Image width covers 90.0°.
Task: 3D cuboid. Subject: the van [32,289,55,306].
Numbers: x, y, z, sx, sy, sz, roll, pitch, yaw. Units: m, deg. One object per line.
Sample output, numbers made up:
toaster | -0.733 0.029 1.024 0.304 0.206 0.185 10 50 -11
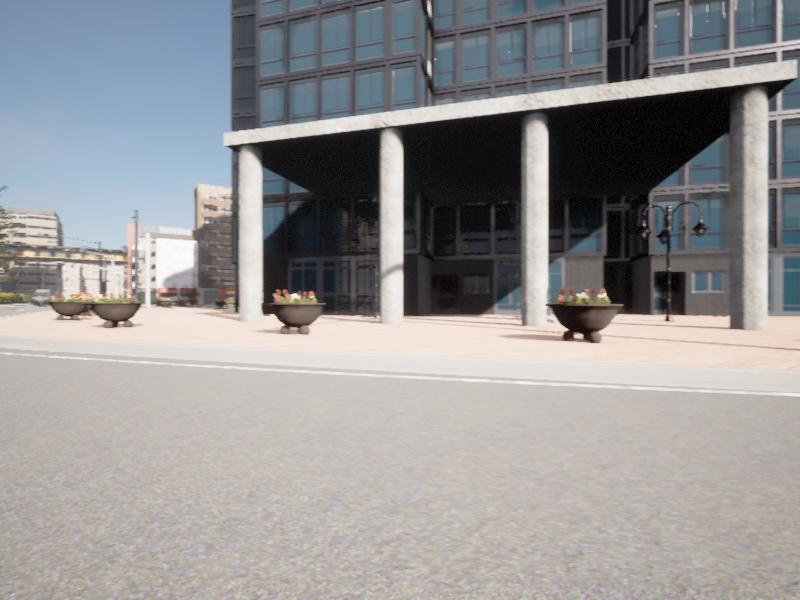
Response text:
van | -57.277 -0.412 64.317 1.988 2.561 5.915 0 0 -35

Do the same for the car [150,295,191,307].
car | -34.778 0.156 60.652 5.238 1.638 1.930 1 0 -36

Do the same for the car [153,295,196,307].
car | -32.560 0.167 57.940 5.238 1.638 1.930 1 0 -35
